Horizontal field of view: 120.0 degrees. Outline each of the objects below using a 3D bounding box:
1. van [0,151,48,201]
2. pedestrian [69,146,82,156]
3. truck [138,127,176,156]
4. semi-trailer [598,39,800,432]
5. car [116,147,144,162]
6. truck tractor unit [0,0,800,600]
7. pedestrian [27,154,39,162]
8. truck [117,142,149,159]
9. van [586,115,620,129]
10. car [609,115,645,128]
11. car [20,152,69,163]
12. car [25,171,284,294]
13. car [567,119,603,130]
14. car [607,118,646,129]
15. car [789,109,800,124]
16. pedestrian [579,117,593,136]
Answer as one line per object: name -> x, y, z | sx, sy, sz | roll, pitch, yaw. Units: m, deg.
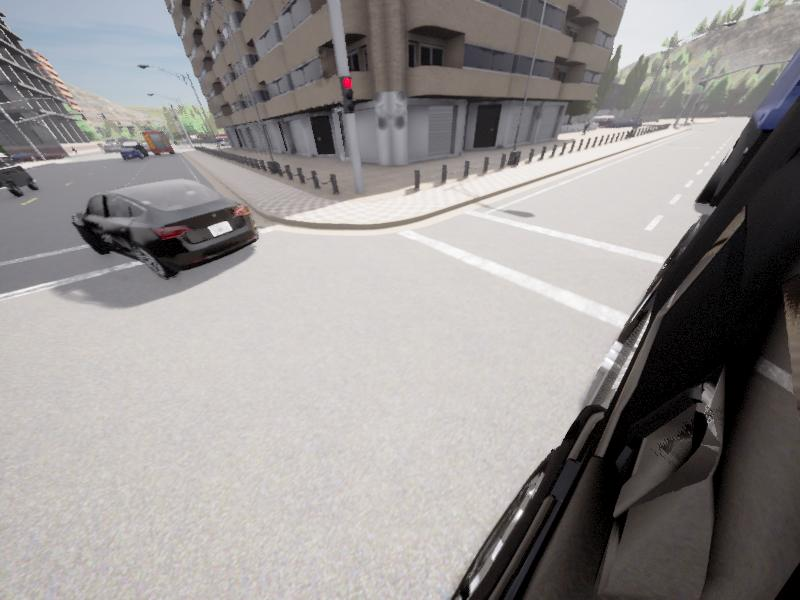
van -> -22.580, -6.817, 12.685 | 2.069, 2.038, 4.480 | -28, 43, -29
pedestrian -> -74.086, -34.072, 52.717 | 0.751, 1.860, 0.751 | 23, 44, 30
truck -> -43.196, -28.252, 41.270 | 2.891, 3.827, 8.468 | -29, 44, -30
semi-trailer -> 8.668, -3.643, 4.231 | 14.254, 4.402, 2.717 | -29, 44, -30
car -> -38.711, -21.045, 33.248 | 1.882, 1.535, 5.008 | -28, 44, -29
truck tractor unit -> 2.645, -0.295, 0.351 | 6.516, 4.208, 3.053 | -28, 44, -30
pedestrian -> -60.212, -23.282, 37.903 | 0.500, 1.100, 0.500 | 29, 47, 35
truck -> -43.704, -24.695, 38.012 | 2.390, 2.098, 6.274 | -28, 44, -30
van -> 41.760, -36.633, 47.649 | 2.069, 2.038, 4.480 | -29, 44, -30
car -> 46.793, -36.864, 47.713 | 1.932, 1.855, 4.605 | -28, 44, -30
car -> -65.508, -26.400, 42.664 | 4.718, 1.301, 1.895 | -29, 44, -30
car -> -5.463, -1.865, 5.280 | 4.792, 1.488, 2.163 | 15, 41, 23
car -> 37.770, -35.923, 47.353 | 2.152, 1.651, 5.027 | -28, 44, -30
car -> 42.098, -32.857, 43.097 | 1.812, 1.442, 4.674 | -27, 43, -28
car -> 59.611, -26.966, 33.798 | 5.027, 1.651, 2.152 | -26, 43, -28
pedestrian -> 24.573, -22.876, 30.475 | 0.751, 1.860, 0.751 | 26, 46, 33
